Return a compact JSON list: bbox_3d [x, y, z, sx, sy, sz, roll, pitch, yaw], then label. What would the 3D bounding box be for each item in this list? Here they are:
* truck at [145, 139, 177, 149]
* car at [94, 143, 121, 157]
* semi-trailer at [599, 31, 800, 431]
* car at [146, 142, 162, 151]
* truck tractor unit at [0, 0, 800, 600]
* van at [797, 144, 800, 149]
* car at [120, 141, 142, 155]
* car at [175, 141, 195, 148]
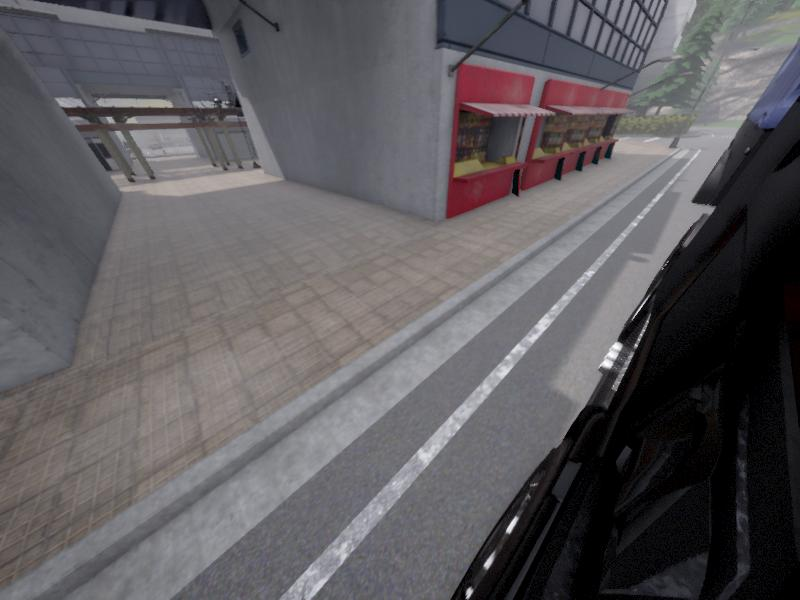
[{"bbox_3d":[-72.013,-46.958,69.643,6.274,2.098,2.390,-30,45,-31],"label":"truck"},{"bbox_3d":[-49.577,-25.537,39.292,1.932,1.855,4.605,-30,45,-32],"label":"car"},{"bbox_3d":[8.639,-3.647,4.281,14.254,4.402,2.717,-29,44,-30],"label":"semi-trailer"},{"bbox_3d":[-57.427,-35.851,53.964,2.007,1.523,4.514,-30,45,-32],"label":"car"},{"bbox_3d":[2.645,-0.295,0.352,6.516,4.208,3.053,-28,44,-30],"label":"truck tractor unit"},{"bbox_3d":[26.350,-10.056,13.693,4.442,1.987,1.775,-30,44,-31],"label":"van"},{"bbox_3d":[-47.724,-26.974,41.057,1.905,1.878,3.866,-30,45,-32],"label":"car"},{"bbox_3d":[-65.604,-47.592,70.543,3.988,1.617,1.851,-30,45,-31],"label":"car"}]
